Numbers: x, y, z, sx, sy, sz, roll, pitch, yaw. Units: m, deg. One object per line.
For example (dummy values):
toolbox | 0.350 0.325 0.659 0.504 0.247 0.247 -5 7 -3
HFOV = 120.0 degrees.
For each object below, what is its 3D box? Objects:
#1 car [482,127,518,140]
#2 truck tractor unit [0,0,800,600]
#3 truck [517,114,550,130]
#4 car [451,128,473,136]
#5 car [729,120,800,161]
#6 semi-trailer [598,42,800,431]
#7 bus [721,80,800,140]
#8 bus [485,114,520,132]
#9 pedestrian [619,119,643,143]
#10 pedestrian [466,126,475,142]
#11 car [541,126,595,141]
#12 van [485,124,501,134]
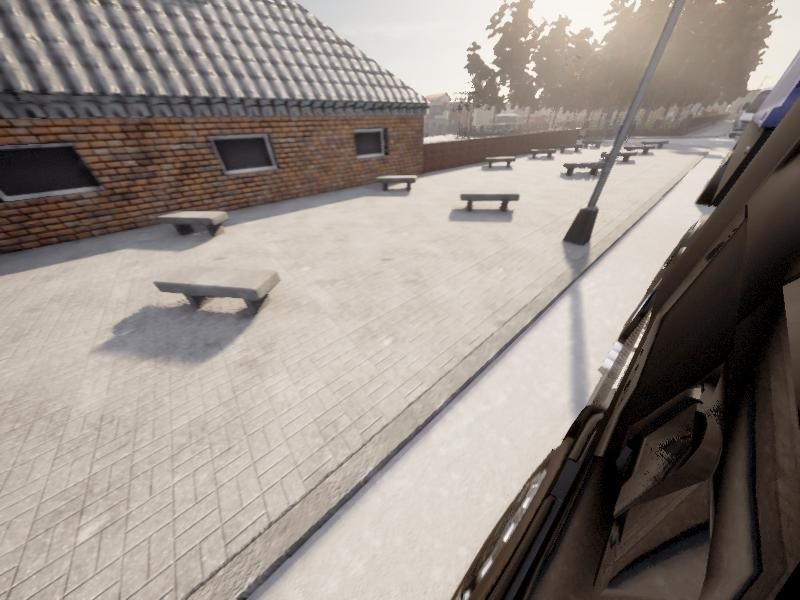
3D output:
car | 16.183 -27.106 37.670 1.882 1.535 5.008 -28 44 -30
truck tractor unit | 2.645 -0.295 0.351 6.516 4.208 3.053 -28 44 -30
truck | 43.266 -57.791 75.202 8.468 3.827 2.891 -9 38 -8
car | 15.345 -41.552 57.178 5.357 1.411 2.033 -27 43 -29
car | 22.120 -9.560 13.714 4.611 1.667 2.242 -27 43 -29
semi-trailer | 8.688 -3.604 4.251 14.254 4.402 2.717 -28 44 -30
bus | 38.437 -19.455 23.820 10.273 4.253 3.944 -27 44 -29
bus | 31.114 -53.720 70.135 10.273 4.253 3.944 -23 41 -26
pedestrian | 22.805 -16.717 22.865 0.751 1.860 0.751 -14 38 -14
pedestrian | 10.165 -24.020 33.416 0.751 1.860 0.751 22 43 29
car | 22.616 -22.580 31.344 2.033 1.411 5.357 -27 43 -29
van | 25.387 -46.917 63.260 4.442 1.987 1.775 -30 44 -31
